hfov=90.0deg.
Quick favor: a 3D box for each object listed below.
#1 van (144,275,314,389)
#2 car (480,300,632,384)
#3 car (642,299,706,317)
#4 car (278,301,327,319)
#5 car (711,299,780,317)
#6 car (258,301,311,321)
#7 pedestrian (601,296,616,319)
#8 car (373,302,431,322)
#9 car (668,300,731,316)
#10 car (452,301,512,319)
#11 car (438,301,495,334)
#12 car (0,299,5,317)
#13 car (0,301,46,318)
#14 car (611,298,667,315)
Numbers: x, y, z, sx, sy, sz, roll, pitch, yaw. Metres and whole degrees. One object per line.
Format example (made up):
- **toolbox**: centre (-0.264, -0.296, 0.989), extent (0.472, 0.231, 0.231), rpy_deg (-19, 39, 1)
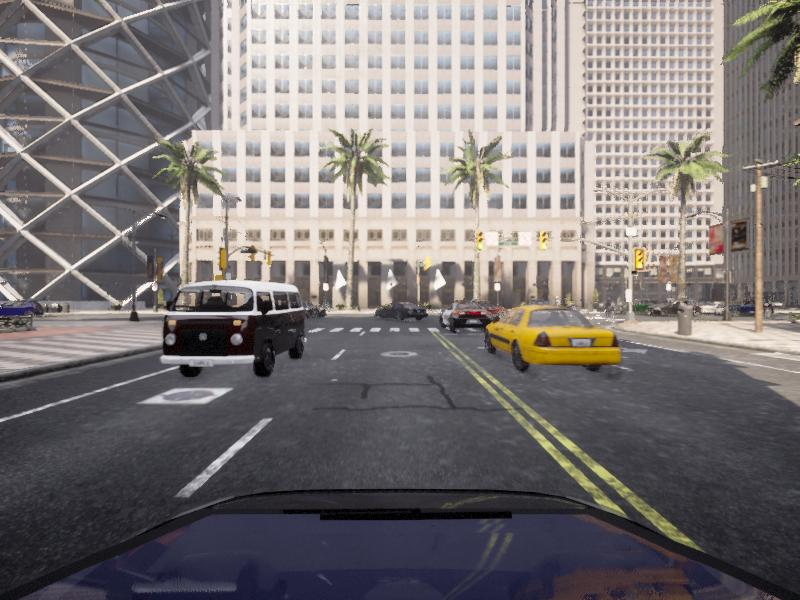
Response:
- **van**: centre (-3.541, 0.571, 9.404), extent (2.069, 2.038, 4.480), rpy_deg (0, 0, 0)
- **car**: centre (3.474, 0.800, 10.227), extent (1.801, 1.575, 5.366), rpy_deg (0, 0, 0)
- **car**: centre (26.087, 0.755, 38.258), extent (4.611, 1.667, 2.242), rpy_deg (0, 0, 0)
- **car**: centre (-8.376, 0.852, 34.752), extent (3.806, 1.475, 1.970), rpy_deg (0, 0, -1)
- **car**: centre (32.921, 0.777, 38.248), extent (4.856, 1.649, 2.033), rpy_deg (0, 0, 0)
- **car**: centre (-8.959, 0.826, 31.257), extent (3.633, 1.501, 1.845), rpy_deg (0, 0, 0)
- **pedestrian**: centre (16.993, 0.636, 32.622), extent (0.751, 1.860, 0.751), rpy_deg (0, 0, -5)
- **car**: centre (0.010, 0.893, 31.336), extent (2.033, 1.411, 5.357), rpy_deg (0, 0, -32)
- **car**: centre (31.180, 0.825, 41.751), extent (4.974, 1.542, 2.038), rpy_deg (0, 0, 0)
- **car**: centre (7.046, 0.850, 34.781), extent (4.792, 1.488, 2.163), rpy_deg (0, 0, 0)
- **car**: centre (3.344, 0.823, 21.259), extent (2.038, 1.542, 4.974), rpy_deg (0, 0, -2)
- **car**: centre (-40.224, 0.754, 37.118), extent (4.611, 1.667, 2.242), rpy_deg (0, 0, -26)
- **car**: centre (-34.419, 0.825, 35.798), extent (3.633, 1.501, 1.845), rpy_deg (0, 0, -19)
- **car**: centre (24.910, 0.693, 41.758), extent (4.553, 1.767, 2.097), rpy_deg (0, 0, 0)
